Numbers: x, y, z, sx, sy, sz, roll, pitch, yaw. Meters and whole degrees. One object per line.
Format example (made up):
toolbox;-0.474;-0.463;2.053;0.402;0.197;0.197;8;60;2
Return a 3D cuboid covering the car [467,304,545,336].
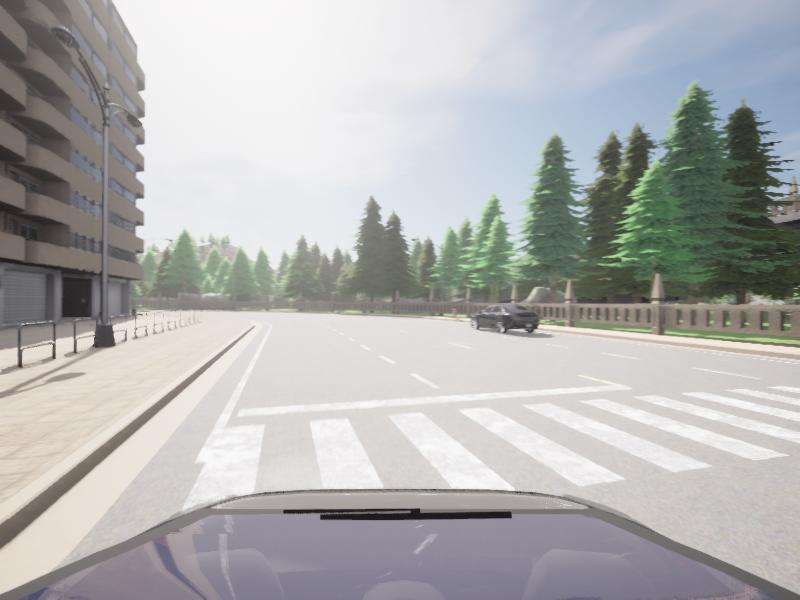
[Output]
car;5.598;0.990;21.859;1.837;1.490;4.892;0;0;-16

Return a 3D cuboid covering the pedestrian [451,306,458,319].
pedestrian;4.708;1.074;34.550;0.500;1.100;0.500;0;0;-20
